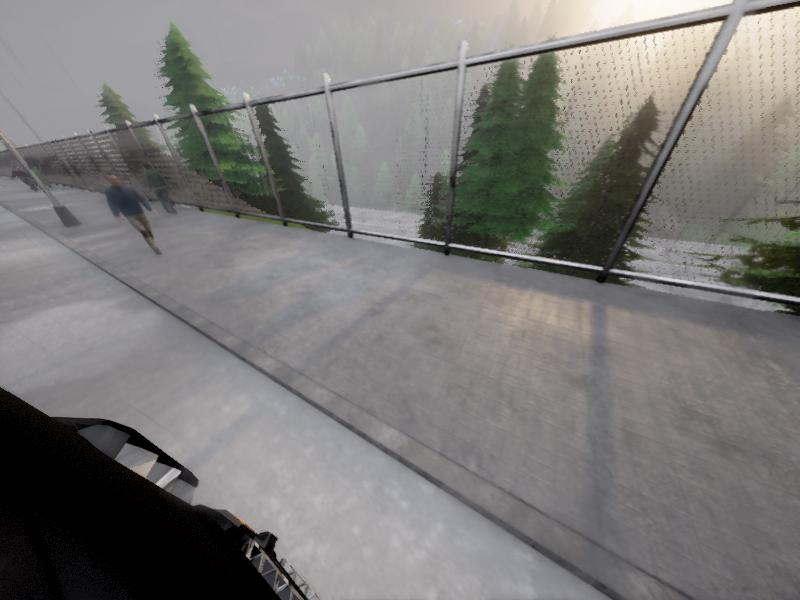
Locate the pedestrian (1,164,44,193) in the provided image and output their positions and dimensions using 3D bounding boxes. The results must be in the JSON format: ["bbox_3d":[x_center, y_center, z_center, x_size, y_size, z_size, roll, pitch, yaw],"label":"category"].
[{"bbox_3d":[-28.642,-9.251,17.575,0.751,1.860,0.751,10,36,18],"label":"pedestrian"}]

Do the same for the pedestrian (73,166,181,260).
[{"bbox_3d":[-6.193,-1.991,5.358,0.751,1.860,0.751,19,39,29],"label":"pedestrian"}]

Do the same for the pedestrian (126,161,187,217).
[{"bbox_3d":[-9.469,-4.326,9.053,0.751,1.860,0.751,16,38,25],"label":"pedestrian"}]
